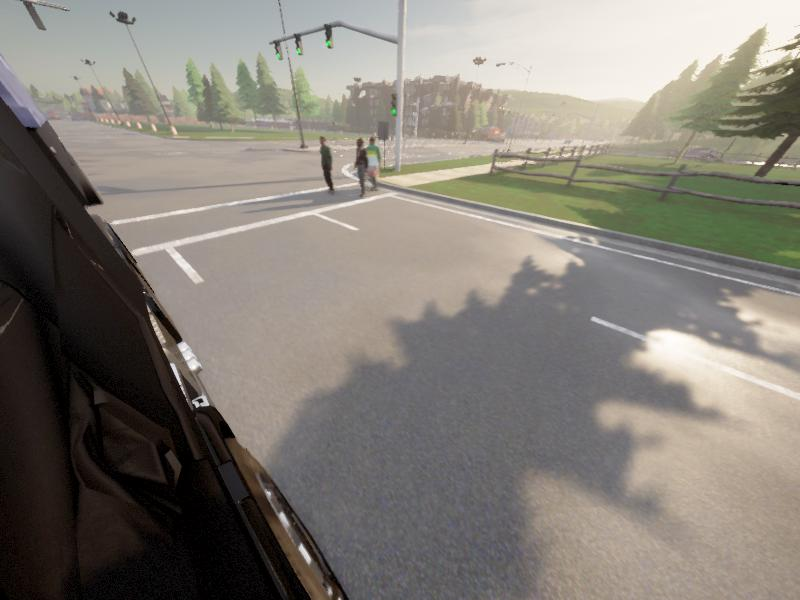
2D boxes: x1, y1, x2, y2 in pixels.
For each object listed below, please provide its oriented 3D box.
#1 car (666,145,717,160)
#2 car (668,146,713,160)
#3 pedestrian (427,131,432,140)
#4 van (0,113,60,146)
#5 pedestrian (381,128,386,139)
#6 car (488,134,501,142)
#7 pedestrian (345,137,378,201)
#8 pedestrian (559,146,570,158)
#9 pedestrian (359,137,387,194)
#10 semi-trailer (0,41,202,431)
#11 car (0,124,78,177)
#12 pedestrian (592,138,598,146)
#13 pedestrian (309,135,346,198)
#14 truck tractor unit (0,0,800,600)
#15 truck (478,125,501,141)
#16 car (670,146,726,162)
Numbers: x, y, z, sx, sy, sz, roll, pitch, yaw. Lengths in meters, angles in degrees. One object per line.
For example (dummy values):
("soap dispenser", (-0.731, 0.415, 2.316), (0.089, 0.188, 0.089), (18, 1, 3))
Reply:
("car", (48.900, -24.991, 38.992), (5.027, 1.651, 2.152), (28, 44, 30))
("car", (46.334, -23.627, 37.008), (3.988, 1.617, 1.851), (28, 44, 30))
("pedestrian", (7.739, -43.257, 60.790), (0.751, 1.860, 0.751), (29, 44, 31))
("van", (-30.238, -14.014, 18.987), (4.442, 1.987, 1.775), (28, 43, 30))
("pedestrian", (-3.568, -36.823, 51.169), (0.751, 1.860, 0.751), (31, 45, 33))
("car", (28.063, -48.173, 68.707), (1.905, 1.878, 3.866), (28, 43, 30))
("pedestrian", (-1.316, -4.611, 8.193), (0.751, 1.860, 0.751), (-27, 46, -34))
("pedestrian", (18.789, -16.922, 26.398), (0.500, 1.100, 0.500), (31, 45, 33))
("pedestrian", (-1.033, -5.385, 9.245), (0.751, 1.860, 0.751), (23, 41, 25))
("semi-trailer", (-8.701, -3.589, 4.245), (14.254, 4.402, 2.717), (28, 43, 30))
("car", (-17.580, -7.151, 10.839), (5.027, 1.651, 2.152), (28, 43, 30))
("pedestrian", (58.218, -47.227, 68.998), (0.751, 1.860, 0.751), (27, 43, 29))
("pedestrian", (-2.618, -4.871, 8.458), (0.751, 1.860, 0.751), (31, 45, 33))
("truck tractor unit", (-2.645, -0.295, 0.351), (6.516, 4.208, 3.053), (28, 44, 30))
("truck", (28.270, -52.347, 72.693), (2.891, 3.827, 8.468), (28, 43, 30))
("car", (44.374, -21.947, 34.609), (4.856, 1.649, 2.033), (28, 44, 30))
